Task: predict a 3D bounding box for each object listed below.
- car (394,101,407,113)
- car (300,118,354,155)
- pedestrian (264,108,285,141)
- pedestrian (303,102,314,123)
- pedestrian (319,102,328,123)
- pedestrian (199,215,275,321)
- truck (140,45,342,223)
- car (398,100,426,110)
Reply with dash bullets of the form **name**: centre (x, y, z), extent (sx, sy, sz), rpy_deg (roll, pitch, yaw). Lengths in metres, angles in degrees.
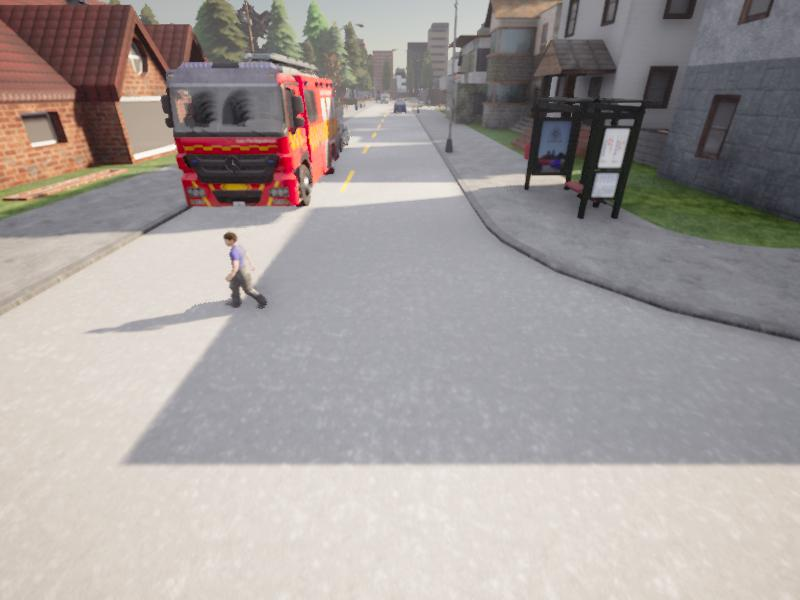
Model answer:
- **car**: centre (0.012, -29.172, 60.466), extent (1.882, 1.535, 5.008), rpy_deg (0, 28, 0)
- **car**: centre (-3.996, -9.380, 22.700), extent (2.128, 1.511, 4.902), rpy_deg (0, 28, 0)
- **pedestrian**: centre (-7.969, -11.205, 25.533), extent (0.751, 1.860, 0.751), rpy_deg (6, 28, 12)
- **pedestrian**: centre (-9.141, -18.752, 39.939), extent (0.751, 1.860, 0.751), rpy_deg (2, 28, 4)
- **pedestrian**: centre (-7.645, -18.729, 39.895), extent (0.751, 1.860, 0.751), rpy_deg (-4, 28, -7)
- **pedestrian**: centre (-2.335, -0.484, 5.893), extent (0.751, 1.300, 0.751), rpy_deg (-7, 28, -13)
- **truck**: centre (-4.003, -5.624, 13.038), extent (2.891, 3.827, 8.468), rpy_deg (0, 28, 0)
- **car**: centre (2.307, -38.213, 78.394), extent (5.027, 1.651, 2.152), rpy_deg (-14, 31, -24)
